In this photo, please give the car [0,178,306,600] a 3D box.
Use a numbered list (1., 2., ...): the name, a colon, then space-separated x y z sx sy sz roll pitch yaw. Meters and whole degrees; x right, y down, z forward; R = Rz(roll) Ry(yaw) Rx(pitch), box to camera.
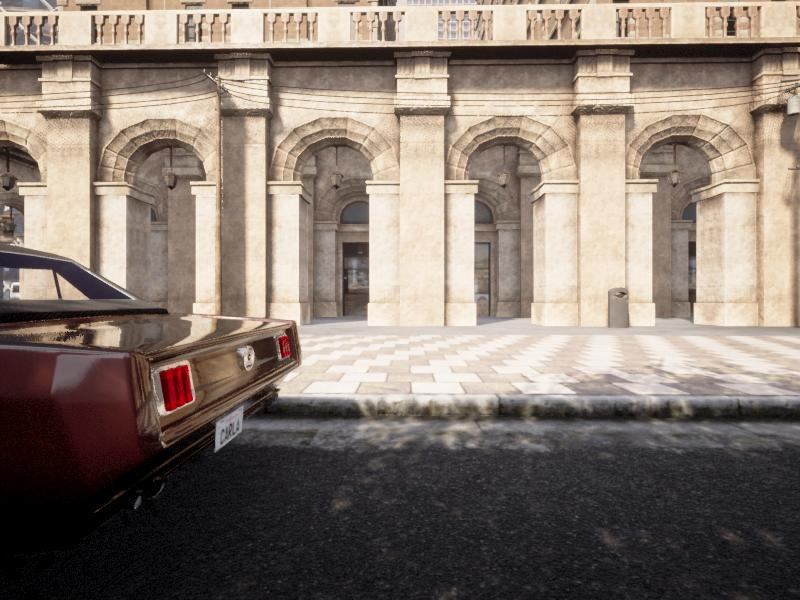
1. car: -3.058 0.338 2.008 4.718 1.301 1.895 0 0 1
